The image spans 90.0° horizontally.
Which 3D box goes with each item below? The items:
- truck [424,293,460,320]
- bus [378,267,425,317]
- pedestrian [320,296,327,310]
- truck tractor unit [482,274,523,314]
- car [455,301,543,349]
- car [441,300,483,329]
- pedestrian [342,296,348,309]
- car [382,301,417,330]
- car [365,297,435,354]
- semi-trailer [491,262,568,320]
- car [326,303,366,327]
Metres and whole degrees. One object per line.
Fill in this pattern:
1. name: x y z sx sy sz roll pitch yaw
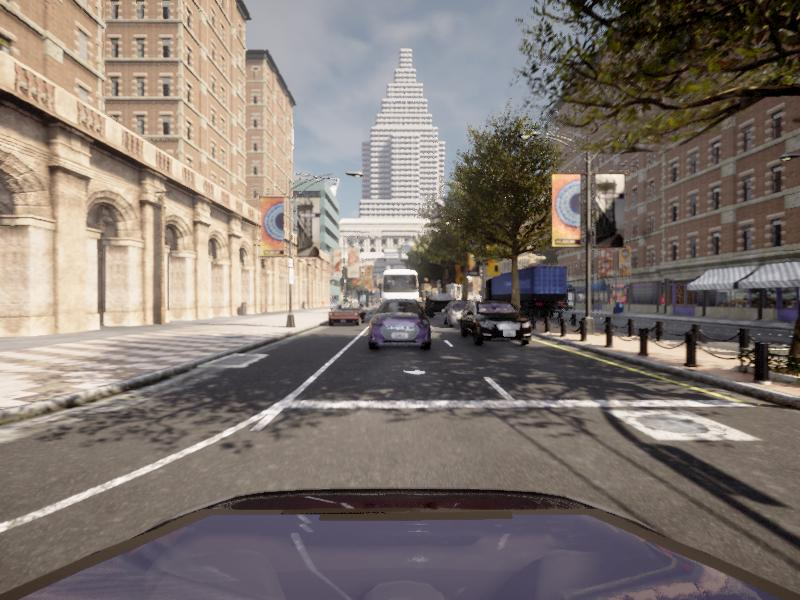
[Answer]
1. truck: 3.488 0.463 34.363 2.390 2.098 6.274 0 0 0
2. bus: 0.126 -0.614 39.071 3.944 4.253 10.273 0 -1 0
3. pedestrian: -10.348 0.365 53.906 0.751 1.860 0.751 0 0 5
4. truck tractor unit: 11.481 -0.626 45.465 3.053 4.208 6.516 0 0 0
5. car: 3.496 0.801 15.248 2.128 1.511 4.902 0 0 0
6. car: 3.491 0.773 23.002 1.845 1.501 3.633 0 0 0
7. pedestrian: -8.136 0.354 58.751 0.751 1.860 0.751 0 0 3
8. car: -0.010 0.792 23.241 1.837 1.490 4.892 0 0 0
9. car: -0.007 0.745 14.081 2.033 1.649 4.856 0 0 0
10. semi-trailer: 11.466 -0.703 37.549 2.717 4.402 14.254 0 0 0
11. car: -3.258 0.882 25.027 1.895 1.301 4.718 0 0 0
